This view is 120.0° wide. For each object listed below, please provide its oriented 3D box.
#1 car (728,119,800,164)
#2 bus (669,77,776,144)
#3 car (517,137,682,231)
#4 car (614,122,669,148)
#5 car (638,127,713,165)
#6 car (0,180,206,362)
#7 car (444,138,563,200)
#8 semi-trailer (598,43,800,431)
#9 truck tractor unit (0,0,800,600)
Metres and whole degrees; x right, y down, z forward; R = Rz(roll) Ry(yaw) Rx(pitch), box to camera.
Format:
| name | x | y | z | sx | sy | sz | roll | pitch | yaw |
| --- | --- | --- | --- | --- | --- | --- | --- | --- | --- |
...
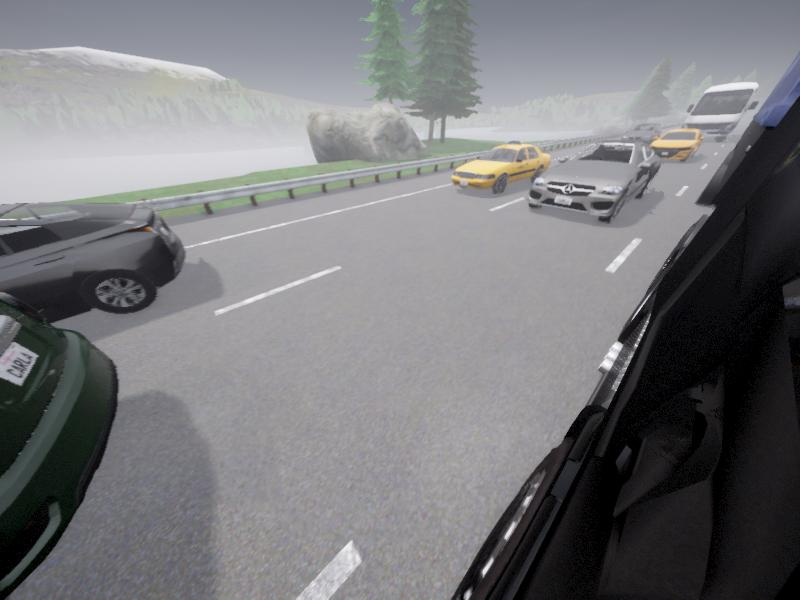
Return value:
| name | x | y | z | sx | sy | sz | roll | pitch | yaw |
| --- | --- | --- | --- | --- | --- | --- | --- | --- | --- |
| car | 20.694 | -8.891 | 12.837 | 4.553 | 1.767 | 2.097 | -28 | 44 | -30 |
| bus | 31.478 | -18.294 | 22.728 | 10.273 | 4.253 | 3.944 | -28 | 44 | -30 |
| car | 6.105 | -3.813 | 7.017 | 5.027 | 1.651 | 2.152 | -28 | 44 | -30 |
| car | 21.971 | -15.012 | 21.023 | 4.611 | 1.667 | 2.242 | -28 | 44 | -30 |
| car | 16.607 | -9.360 | 13.900 | 5.008 | 1.535 | 1.882 | -28 | 44 | -30 |
| car | -5.712 | -0.243 | 2.984 | 4.514 | 1.525 | 2.007 | -28 | 44 | -30 |
| car | 4.371 | -5.619 | 9.556 | 5.366 | 1.575 | 1.801 | -28 | 44 | -30 |
| semi-trailer | 8.697 | -3.593 | 4.249 | 14.254 | 4.402 | 2.717 | -28 | 44 | -30 |
| truck tractor unit | 2.645 | -0.295 | 0.351 | 6.516 | 4.208 | 3.053 | -28 | 44 | -30 |
